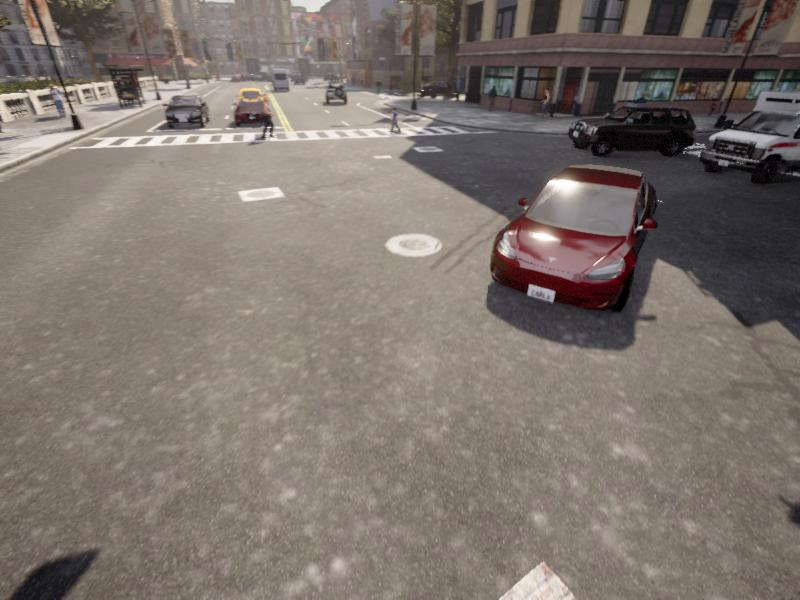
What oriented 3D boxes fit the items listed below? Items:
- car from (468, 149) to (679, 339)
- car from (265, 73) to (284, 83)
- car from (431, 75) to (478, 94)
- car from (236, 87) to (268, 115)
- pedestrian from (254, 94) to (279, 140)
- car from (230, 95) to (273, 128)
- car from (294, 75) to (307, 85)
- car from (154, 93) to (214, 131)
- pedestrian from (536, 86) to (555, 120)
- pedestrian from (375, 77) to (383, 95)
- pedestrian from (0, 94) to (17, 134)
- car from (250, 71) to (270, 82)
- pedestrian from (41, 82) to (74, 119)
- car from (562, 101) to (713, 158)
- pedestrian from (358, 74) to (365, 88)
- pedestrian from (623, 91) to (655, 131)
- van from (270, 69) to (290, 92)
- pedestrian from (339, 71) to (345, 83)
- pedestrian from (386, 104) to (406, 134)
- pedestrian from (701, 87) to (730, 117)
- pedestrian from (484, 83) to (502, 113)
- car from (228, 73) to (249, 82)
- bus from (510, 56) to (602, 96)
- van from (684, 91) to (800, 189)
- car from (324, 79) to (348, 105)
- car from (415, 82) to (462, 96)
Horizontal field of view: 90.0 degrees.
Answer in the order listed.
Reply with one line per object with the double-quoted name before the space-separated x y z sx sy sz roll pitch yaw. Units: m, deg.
"car" 3.290 -1.435 7.076 2.163 1.488 4.792 19 35 28
"car" -25.468 -45.301 81.560 2.007 1.525 4.514 3 31 5
"car" 7.139 -28.165 52.328 5.566 2.045 2.150 -9 32 -16
"car" -10.942 -14.781 29.582 1.882 1.535 5.008 -9 32 -16
"pedestrian" -6.087 -8.385 18.364 0.751 1.860 0.751 -4 31 -9
"car" -8.751 -11.225 23.708 1.994 1.385 4.181 -8 32 -15
"car" -18.386 -40.757 73.948 1.816 1.474 4.193 -3 30 -5
"car" -12.132 -10.858 22.873 2.128 1.511 4.902 -9 32 -15
"pedestrian" 9.174 -12.374 25.182 0.751 1.860 0.751 12 32 19
"pedestrian" -2.488 -25.381 47.516 0.751 1.860 0.751 -10 32 -17
"pedestrian" -18.457 -8.583 18.162 0.751 1.860 0.751 -11 32 -20
"car" -28.846 -46.136 82.554 1.932 1.855 4.605 4 30 6
"pedestrian" -19.863 -11.556 23.222 0.751 1.860 0.751 -12 33 -21
"car" 9.406 -6.921 16.191 4.605 1.855 1.932 -1 31 -4
"pedestrian" -5.694 -32.497 59.328 0.751 1.860 0.751 15 33 23
"pedestrian" 12.757 -10.119 21.392 0.751 1.860 0.751 -21 37 -32
"van" -16.434 -30.092 54.683 1.988 2.561 5.915 -9 32 -15
"pedestrian" -11.437 -43.691 78.371 0.751 1.860 0.751 15 33 23
"pedestrian" -0.200 -9.339 20.665 0.751 1.300 0.751 -15 34 -24
"pedestrian" 21.930 -13.766 27.809 0.751 1.860 0.751 -6 31 -12
"pedestrian" 6.701 -14.548 28.854 0.751 1.860 0.751 -9 32 -16
"car" -32.190 -44.315 79.788 2.002 1.452 4.674 2 30 2
"bus" 20.328 -29.341 52.410 10.273 4.253 3.944 -9 32 -16
"van" 13.174 -5.403 13.119 6.366 2.431 2.351 -9 32 -17
"car" -5.983 -19.400 37.244 1.932 1.855 4.605 -4 31 -8
"car" 4.651 -25.694 48.699 5.357 1.411 2.033 -8 31 -15
